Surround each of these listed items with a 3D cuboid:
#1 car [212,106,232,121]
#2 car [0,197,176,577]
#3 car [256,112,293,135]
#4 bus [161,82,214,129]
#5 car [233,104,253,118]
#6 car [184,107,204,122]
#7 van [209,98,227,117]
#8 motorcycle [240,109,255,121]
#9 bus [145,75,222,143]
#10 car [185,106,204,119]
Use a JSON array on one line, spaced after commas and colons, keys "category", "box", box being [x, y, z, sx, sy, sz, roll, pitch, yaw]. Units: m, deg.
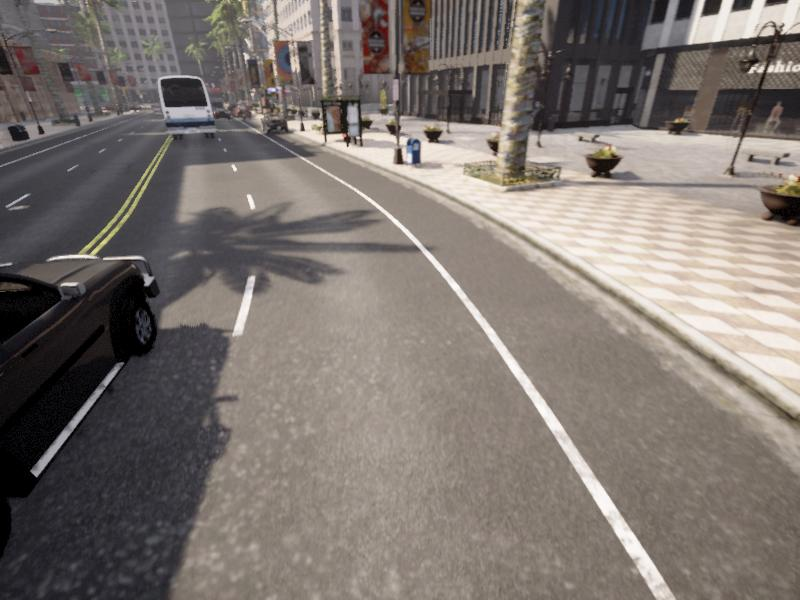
[{"category": "car", "box": [-25.048, -26.230, 56.119, 2.038, 1.542, 4.974, -12, 31, -21]}, {"category": "car", "box": [-3.990, 0.607, 3.452, 1.932, 1.855, 4.605, -4, 28, -7]}, {"category": "car", "box": [-11.173, -15.724, 35.475, 2.231, 1.521, 4.892, -12, 30, -21]}, {"category": "bus", "box": [-23.578, -21.900, 44.773, 3.944, 4.253, 10.273, -12, 30, -21]}, {"category": "car", "box": [-23.281, -28.032, 59.241, 2.185, 1.767, 4.553, -12, 30, -21]}, {"category": "car", "box": [-29.081, -26.300, 56.554, 2.152, 1.651, 5.027, -12, 30, -21]}, {"category": "van", "box": [-29.689, -31.425, 65.091, 1.988, 2.561, 5.915, -12, 29, -20]}, {"category": "motorcycle", "box": [-20.381, -24.697, 53.352, 0.764, 1.277, 2.356, 2, 28, 5]}, {"category": "bus", "box": [-17.398, -15.688, 32.632, 3.944, 4.253, 10.273, -13, 30, -21]}, {"category": "car", "box": [-32.422, -29.701, 63.197, 2.152, 1.651, 5.027, -12, 29, -20]}]
